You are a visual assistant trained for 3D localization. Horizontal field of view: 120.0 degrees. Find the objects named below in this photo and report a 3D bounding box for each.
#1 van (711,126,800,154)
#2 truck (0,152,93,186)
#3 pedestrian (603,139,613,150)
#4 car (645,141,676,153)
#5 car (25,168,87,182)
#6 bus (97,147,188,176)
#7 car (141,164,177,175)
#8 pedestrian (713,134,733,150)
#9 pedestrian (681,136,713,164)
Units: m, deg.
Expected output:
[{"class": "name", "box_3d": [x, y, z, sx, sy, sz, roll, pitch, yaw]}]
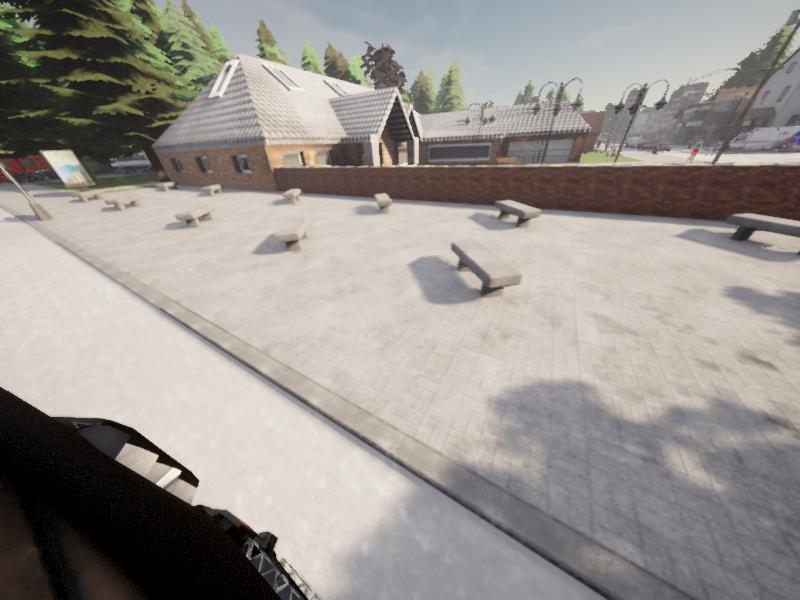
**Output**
[{"class": "van", "box_3d": [41.888, -18.477, 26.763, 2.351, 2.431, 6.366, -27, 40, -30]}, {"class": "truck", "box_3d": [-55.535, -20.420, 35.717, 2.891, 3.827, 8.468, 12, 36, 21]}, {"class": "pedestrian", "box_3d": [40.194, -30.056, 44.671, 0.751, 1.860, 0.751, 16, 38, 26]}, {"class": "car", "box_3d": [40.409, -23.841, 35.933, 1.994, 1.385, 4.181, 16, 38, 26]}, {"class": "car", "box_3d": [-51.889, -18.968, 34.987, 1.837, 1.490, 4.892, 13, 37, 24]}, {"class": "bus", "box_3d": [-49.038, -26.935, 44.724, 3.944, 4.253, 10.273, 16, 38, 26]}, {"class": "car", "box_3d": [-45.641, -24.763, 43.801, 1.994, 1.385, 4.181, 16, 38, 26]}, {"class": "pedestrian", "box_3d": [45.064, -22.067, 32.264, 0.751, 1.860, 0.751, 23, 41, 33]}, {"class": "pedestrian", "box_3d": [24.003, -12.146, 18.724, 0.751, 1.860, 0.751, 17, 38, 27]}]
